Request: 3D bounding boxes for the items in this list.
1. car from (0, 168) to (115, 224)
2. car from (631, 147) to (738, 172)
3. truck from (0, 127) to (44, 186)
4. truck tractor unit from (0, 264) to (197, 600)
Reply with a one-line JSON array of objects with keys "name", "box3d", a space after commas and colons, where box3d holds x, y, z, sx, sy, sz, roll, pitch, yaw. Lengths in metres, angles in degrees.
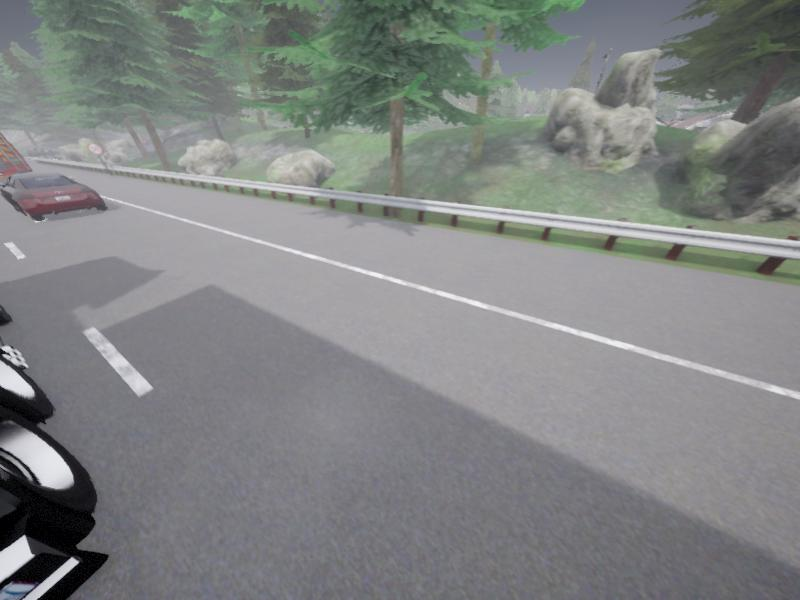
[{"name": "car", "box3d": [-13.877, -4.256, 9.129, 4.181, 1.385, 1.994, 18, 39, 24]}, {"name": "car", "box3d": [23.775, -12.056, 19.696, 5.366, 1.575, 1.801, 18, 39, 25]}, {"name": "truck", "box3d": [-29.466, -10.313, 15.887, 8.468, 3.827, 2.891, 18, 39, 25]}, {"name": "truck tractor unit", "box3d": [-5.124, -0.283, 0.786, 6.516, 4.208, 3.053, 18, 39, 24]}]
